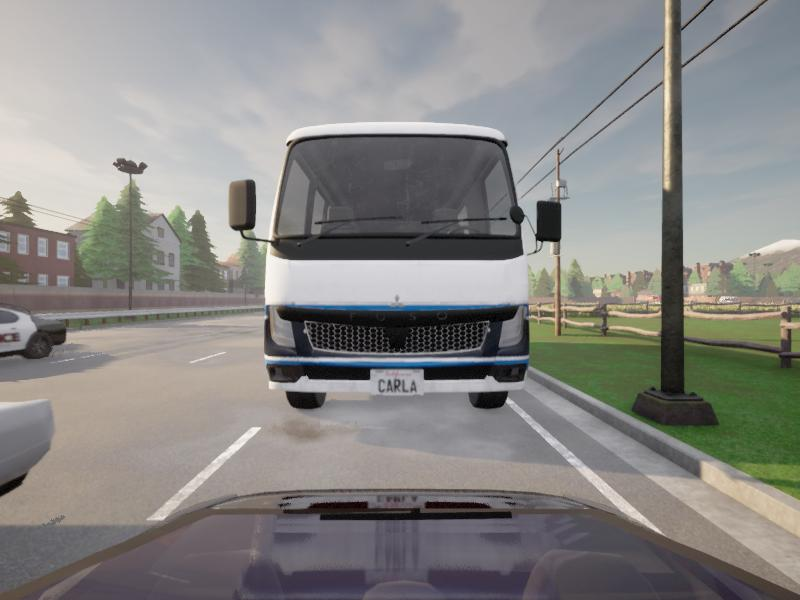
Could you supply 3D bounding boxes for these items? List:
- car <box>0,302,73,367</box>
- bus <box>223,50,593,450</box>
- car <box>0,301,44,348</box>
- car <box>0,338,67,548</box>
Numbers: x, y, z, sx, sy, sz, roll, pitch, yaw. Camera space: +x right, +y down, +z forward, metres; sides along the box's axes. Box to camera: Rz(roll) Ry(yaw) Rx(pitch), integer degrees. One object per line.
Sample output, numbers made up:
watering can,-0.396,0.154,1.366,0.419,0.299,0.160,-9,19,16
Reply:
car,-10.557,0.825,9.178,2.038,1.542,4.974,0,0,0
bus,0.062,-0.534,9.398,3.944,4.253,10.273,0,0,0
car,-14.078,0.812,12.959,1.789,1.549,3.705,0,0,0
car,-3.510,0.944,0.730,1.895,1.301,4.718,0,0,0
